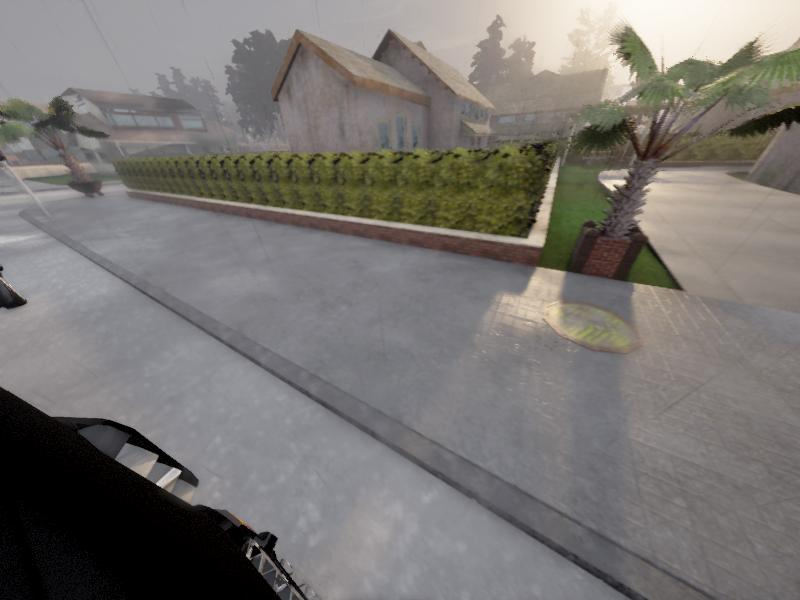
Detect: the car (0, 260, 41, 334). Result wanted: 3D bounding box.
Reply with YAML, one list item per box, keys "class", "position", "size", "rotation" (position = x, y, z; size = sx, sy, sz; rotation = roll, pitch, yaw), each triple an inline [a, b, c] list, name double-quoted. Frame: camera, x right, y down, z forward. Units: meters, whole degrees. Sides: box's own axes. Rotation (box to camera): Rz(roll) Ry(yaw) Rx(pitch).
- class: "car"
  position: [-8.478, -0.479, 3.727]
  size: [5.008, 1.535, 1.882]
  rotation: [16, 38, 26]

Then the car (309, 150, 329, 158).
- class: "car"
  position: [-21.481, -38.869, 61.433]
  size: [4.611, 1.667, 2.242]
  rotation: [16, 38, 26]

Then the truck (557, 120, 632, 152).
- class: "truck"
  position: [31.513, -26.923, 38.156]
  size: [8.468, 3.827, 2.891]
  rotation: [16, 38, 26]

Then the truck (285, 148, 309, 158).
- class: "truck"
  position: [-28.884, -41.262, 64.964]
  size: [6.274, 2.098, 2.390]
  rotation: [16, 38, 26]
